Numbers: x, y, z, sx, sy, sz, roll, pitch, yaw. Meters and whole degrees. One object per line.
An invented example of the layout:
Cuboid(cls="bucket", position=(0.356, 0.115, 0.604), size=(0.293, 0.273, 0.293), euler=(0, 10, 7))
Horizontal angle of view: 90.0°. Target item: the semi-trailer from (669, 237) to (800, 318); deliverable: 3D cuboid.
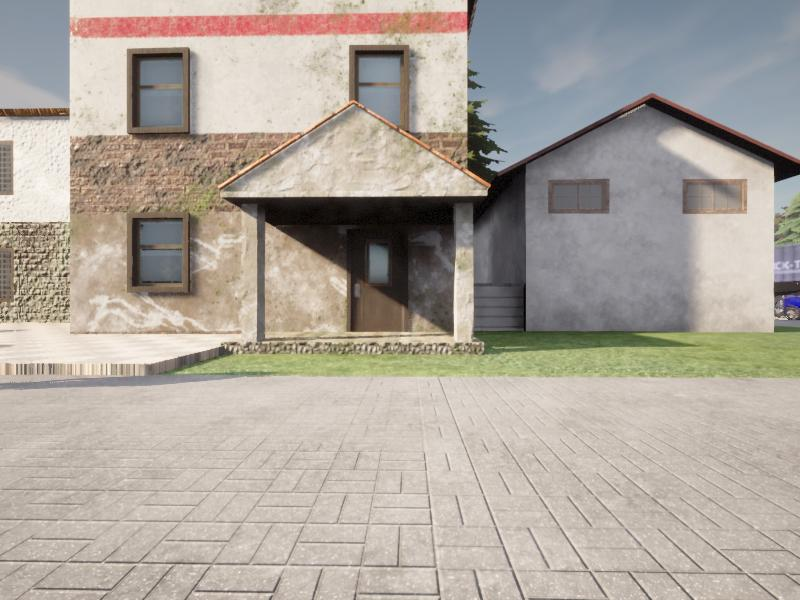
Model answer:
Cuboid(cls="semi-trailer", position=(23.303, -1.220, 25.714), size=(2.717, 4.402, 14.254), euler=(0, 0, 2))

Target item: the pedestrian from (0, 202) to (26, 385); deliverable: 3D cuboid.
Cuboid(cls="pedestrian", position=(-4.444, -0.064, 3.983), size=(0.751, 1.860, 0.751), euler=(0, 0, 8))

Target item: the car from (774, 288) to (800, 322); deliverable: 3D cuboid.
Cuboid(cls="car", position=(19.116, 0.228, 17.170), size=(2.007, 1.525, 4.514), euler=(0, 0, 1))
